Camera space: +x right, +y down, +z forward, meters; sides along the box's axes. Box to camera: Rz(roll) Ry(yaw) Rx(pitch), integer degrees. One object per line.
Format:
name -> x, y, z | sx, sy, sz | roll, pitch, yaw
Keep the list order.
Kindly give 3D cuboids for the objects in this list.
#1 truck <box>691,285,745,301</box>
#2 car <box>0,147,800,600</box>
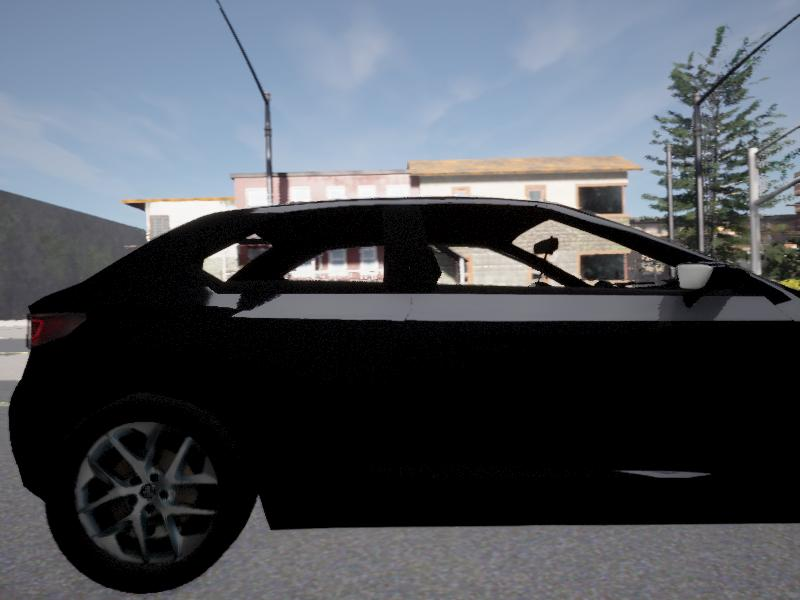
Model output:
truck -> 44.455, -0.913, 56.158 | 2.390, 2.098, 6.274 | -2, 0, -1
car -> 0.550, 0.254, 2.196 | 4.193, 1.474, 1.816 | 0, 0, -1
